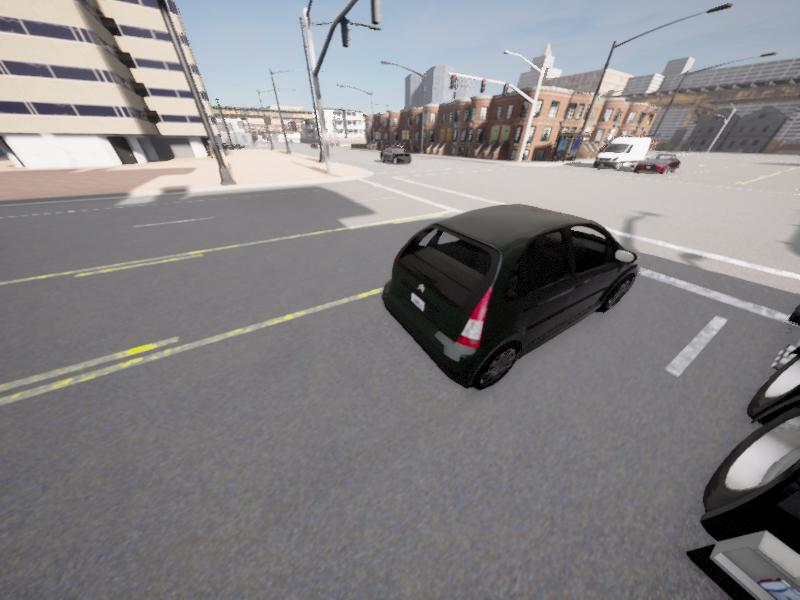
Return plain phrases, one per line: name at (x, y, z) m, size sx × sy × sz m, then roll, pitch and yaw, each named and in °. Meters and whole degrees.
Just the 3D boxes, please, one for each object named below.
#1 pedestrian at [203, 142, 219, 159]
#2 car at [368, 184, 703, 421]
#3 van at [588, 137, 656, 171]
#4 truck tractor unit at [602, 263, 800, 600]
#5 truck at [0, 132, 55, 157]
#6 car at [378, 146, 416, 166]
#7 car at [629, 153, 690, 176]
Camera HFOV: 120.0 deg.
pedestrian at (-24.886, -19.699, 30.431) m, size 0.751 × 1.860 × 0.751 m, roll -8°, pitch 36°, yaw -12°
car at (1.815, -0.495, 3.328) m, size 3.988 × 1.617 × 1.851 m, roll -19°, pitch 39°, yaw -25°
van at (21.584, -14.247, 22.449) m, size 5.915 × 2.561 × 1.988 m, roll -17°, pitch 39°, yaw -24°
truck tractor unit at (5.111, -0.300, 0.789) m, size 6.516 × 4.208 × 3.053 m, roll -18°, pitch 39°, yaw -24°
truck at (-75.732, -30.249, 44.935) m, size 8.468 × 3.827 × 2.891 m, roll -20°, pitch 40°, yaw -25°
car at (-0.463, -16.462, 26.229) m, size 1.930 × 1.638 × 5.238 m, roll -18°, pitch 39°, yaw -25°
car at (21.956, -11.525, 19.561) m, size 4.181 × 1.385 × 1.994 m, roll -18°, pitch 39°, yaw -25°
